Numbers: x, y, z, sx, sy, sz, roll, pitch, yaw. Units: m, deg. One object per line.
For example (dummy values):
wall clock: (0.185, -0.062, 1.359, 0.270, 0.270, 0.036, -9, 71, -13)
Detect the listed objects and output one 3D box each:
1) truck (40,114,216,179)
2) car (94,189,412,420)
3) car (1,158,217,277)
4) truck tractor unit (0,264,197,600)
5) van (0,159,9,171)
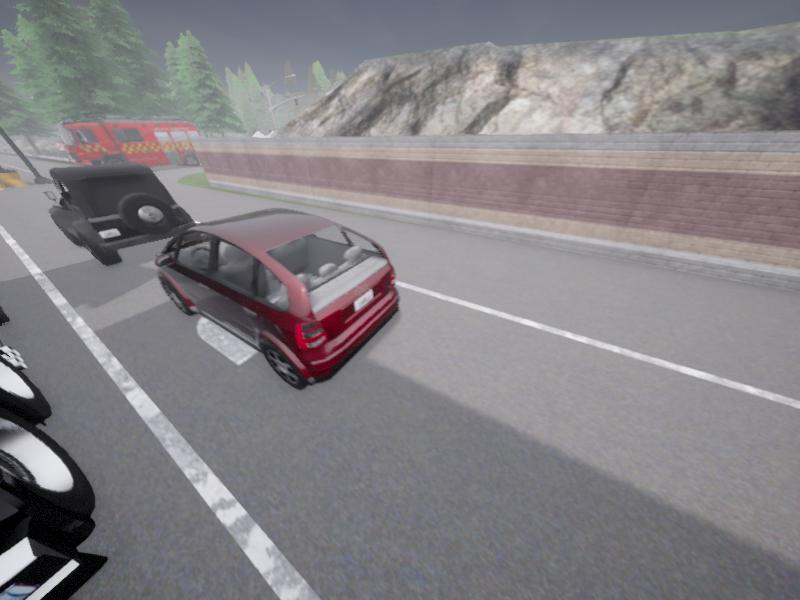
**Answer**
truck: (-21.860, -13.199, 19.646, 2.891, 3.827, 8.468, 19, 42, 26)
car: (-1.902, -0.423, 3.269, 3.705, 1.549, 1.789, 19, 39, 25)
car: (-6.965, -2.268, 5.668, 3.866, 1.878, 1.905, 19, 39, 25)
truck tractor unit: (-5.111, -0.300, 0.784, 6.516, 4.208, 3.053, 18, 39, 24)
van: (-40.580, -13.641, 22.170, 4.480, 2.038, 2.069, 19, 39, 25)
